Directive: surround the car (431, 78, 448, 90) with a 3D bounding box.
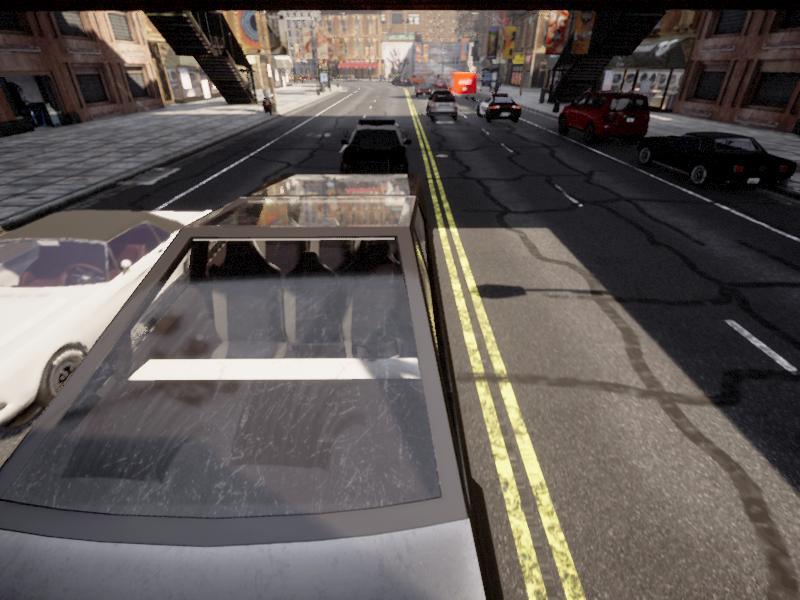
[{"bbox_3d":[6.028,-33.223,61.446,1.994,1.385,4.181,-2,30,-3],"label":"car"}]

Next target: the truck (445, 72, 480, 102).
[{"bbox_3d":[6.212,-21.637,40.558,2.627,2.467,5.204,0,30,0],"label":"truck"}]

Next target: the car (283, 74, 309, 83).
[{"bbox_3d":[-22.631,-48.349,87.219,5.366,1.575,1.801,14,33,23],"label":"car"}]

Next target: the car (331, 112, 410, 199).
[{"bbox_3d":[-0.699,-4.686,12.397,1.930,1.638,5.238,0,30,0],"label":"car"}]

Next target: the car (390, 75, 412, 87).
[{"bbox_3d":[0.151,-38.714,70.705,2.242,1.667,4.611,-12,33,-20],"label":"car"}]

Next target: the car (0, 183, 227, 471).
[{"bbox_3d":[-4.212,-0.266,5.187,1.895,1.301,4.718,0,30,0],"label":"car"}]

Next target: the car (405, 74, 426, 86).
[{"bbox_3d":[2.797,-40.263,73.099,2.097,1.767,4.553,-12,33,-20],"label":"car"}]

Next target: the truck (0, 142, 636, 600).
[{"bbox_3d":[-0.713,0.177,3.675,2.390,2.098,6.274,0,30,0],"label":"truck"}]

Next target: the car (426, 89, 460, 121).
[{"bbox_3d":[2.790,-13.162,26.924,1.851,1.617,3.988,0,30,0],"label":"car"}]

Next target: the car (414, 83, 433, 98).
[{"bbox_3d":[2.686,-24.227,46.158,1.895,1.301,4.718,0,30,0],"label":"car"}]

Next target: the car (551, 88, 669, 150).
[{"bbox_3d":[9.385,-8.613,18.703,2.435,2.045,5.566,0,30,0],"label":"car"}]

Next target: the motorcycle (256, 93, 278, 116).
[{"bbox_3d":[-9.142,-13.419,27.439,0.856,1.236,1.805,-17,34,-26],"label":"motorcycle"}]

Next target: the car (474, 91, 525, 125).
[{"bbox_3d":[6.295,-12.517,25.895,2.038,1.542,4.974,0,31,0],"label":"car"}]

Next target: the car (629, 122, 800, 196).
[{"bbox_3d":[9.462,-4.564,12.503,1.895,1.301,4.718,0,30,0],"label":"car"}]
